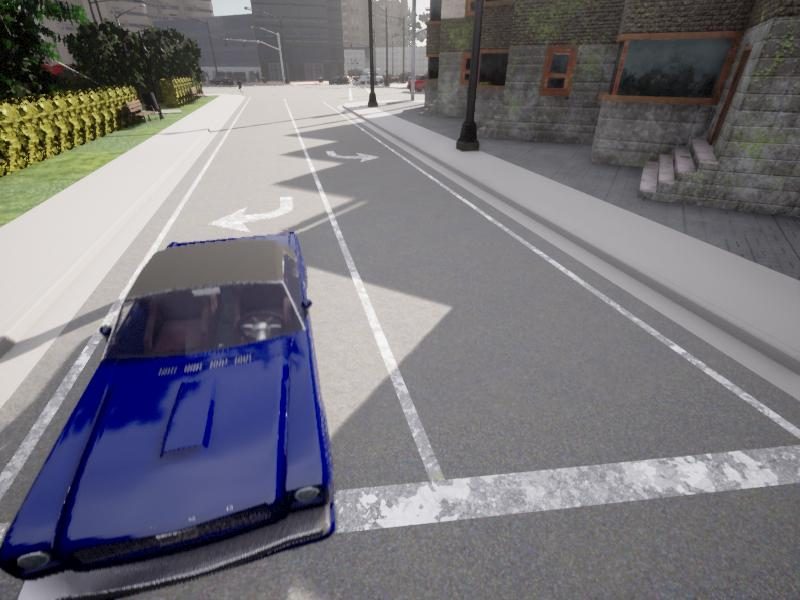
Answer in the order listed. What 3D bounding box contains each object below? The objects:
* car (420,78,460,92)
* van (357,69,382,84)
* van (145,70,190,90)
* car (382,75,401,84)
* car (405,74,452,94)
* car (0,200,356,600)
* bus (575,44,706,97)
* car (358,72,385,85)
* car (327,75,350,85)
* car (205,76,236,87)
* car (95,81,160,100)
[{"bbox_3d":[5.347,-29.205,54.318,5.008,1.535,1.882,16,34,25],"label":"car"},{"bbox_3d":[-6.037,-44.788,79.970,1.988,2.561,5.915,17,34,26],"label":"van"},{"bbox_3d":[-34.790,-32.969,59.876,6.366,2.431,2.351,16,34,26],"label":"van"},{"bbox_3d":[-1.689,-44.603,80.739,1.816,1.474,4.193,17,34,26],"label":"car"},{"bbox_3d":[3.634,-27.887,51.544,5.566,2.045,2.150,16,34,25],"label":"car"},{"bbox_3d":[-1.846,0.333,4.133,1.895,1.301,4.718,-8,31,-14],"label":"car"},{"bbox_3d":[24.008,-23.202,40.723,10.273,4.253,3.944,15,33,26],"label":"bus"},{"bbox_3d":[-5.286,-41.728,75.232,2.150,2.045,5.566,17,34,26],"label":"car"},{"bbox_3d":[-11.116,-39.915,72.656,1.816,1.474,4.193,16,34,26],"label":"car"},{"bbox_3d":[-30.846,-37.513,68.655,4.792,1.488,2.163,15,34,25],"label":"car"},{"bbox_3d":[-28.024,-21.694,41.355,2.128,1.511,4.902,16,34,26],"label":"car"}]
